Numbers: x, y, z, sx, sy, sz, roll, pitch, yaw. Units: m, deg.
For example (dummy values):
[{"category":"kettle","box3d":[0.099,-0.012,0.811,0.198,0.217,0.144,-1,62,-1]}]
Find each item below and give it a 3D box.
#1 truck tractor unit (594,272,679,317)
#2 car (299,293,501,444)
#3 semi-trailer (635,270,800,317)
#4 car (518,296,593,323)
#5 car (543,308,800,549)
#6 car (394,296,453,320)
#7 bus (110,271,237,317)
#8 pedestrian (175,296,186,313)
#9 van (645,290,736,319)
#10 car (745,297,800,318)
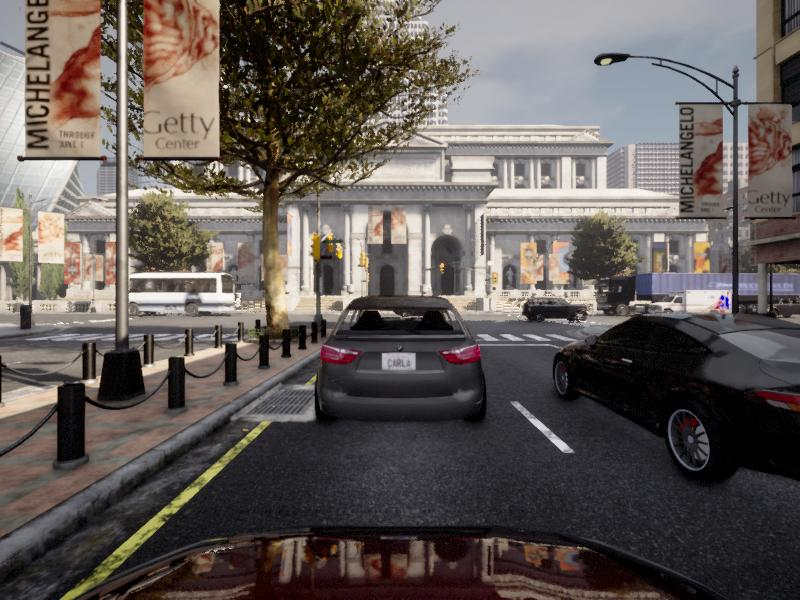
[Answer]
[{"category":"truck tractor unit","box3d":[22.952,-0.512,39.125,6.516,4.208,3.053,0,0,0]},{"category":"car","box3d":[0.019,0.756,6.742,2.242,1.667,4.611,0,0,0]},{"category":"semi-trailer","box3d":[30.866,-0.617,39.160,14.254,4.402,2.717,0,0,0]},{"category":"car","box3d":[11.082,0.652,28.705,4.605,1.855,1.932,0,0,0]},{"category":"car","box3d":[3.472,0.870,4.859,1.812,1.442,4.674,0,0,0]},{"category":"car","box3d":[1.812,0.650,32.274,4.605,1.855,1.932,1,0,0]},{"category":"bus","box3d":[-21.923,-0.534,39.329,10.273,4.253,3.944,0,0,0]},{"category":"pedestrian","box3d":[-24.497,0.485,44.623,0.751,1.860,0.751,0,0,19]},{"category":"van","box3d":[25.704,0.378,35.601,6.366,2.431,2.351,0,0,0]},{"category":"car","box3d":[33.812,0.652,35.536,4.605,1.855,1.932,0,0,0]}]
